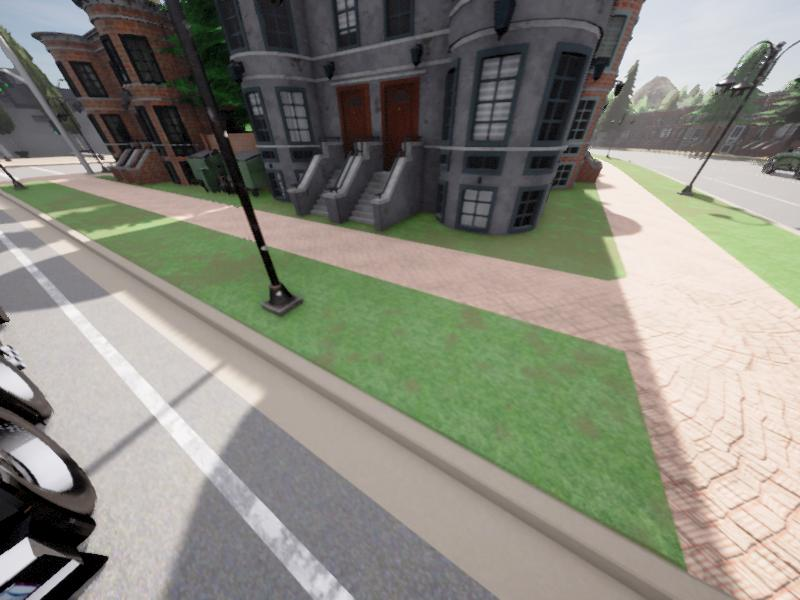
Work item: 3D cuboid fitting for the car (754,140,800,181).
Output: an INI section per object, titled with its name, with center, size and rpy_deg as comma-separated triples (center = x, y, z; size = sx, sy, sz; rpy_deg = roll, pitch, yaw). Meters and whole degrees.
[car]
center = 26.501, -8.850, 14.594
size = 2.150, 2.045, 5.566
rpy_deg = 18, 39, 25

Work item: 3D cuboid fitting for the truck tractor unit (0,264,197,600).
[truck tractor unit]
center = -5.109, -0.304, 0.778
size = 6.516, 4.208, 3.053
rpy_deg = 18, 39, 24
